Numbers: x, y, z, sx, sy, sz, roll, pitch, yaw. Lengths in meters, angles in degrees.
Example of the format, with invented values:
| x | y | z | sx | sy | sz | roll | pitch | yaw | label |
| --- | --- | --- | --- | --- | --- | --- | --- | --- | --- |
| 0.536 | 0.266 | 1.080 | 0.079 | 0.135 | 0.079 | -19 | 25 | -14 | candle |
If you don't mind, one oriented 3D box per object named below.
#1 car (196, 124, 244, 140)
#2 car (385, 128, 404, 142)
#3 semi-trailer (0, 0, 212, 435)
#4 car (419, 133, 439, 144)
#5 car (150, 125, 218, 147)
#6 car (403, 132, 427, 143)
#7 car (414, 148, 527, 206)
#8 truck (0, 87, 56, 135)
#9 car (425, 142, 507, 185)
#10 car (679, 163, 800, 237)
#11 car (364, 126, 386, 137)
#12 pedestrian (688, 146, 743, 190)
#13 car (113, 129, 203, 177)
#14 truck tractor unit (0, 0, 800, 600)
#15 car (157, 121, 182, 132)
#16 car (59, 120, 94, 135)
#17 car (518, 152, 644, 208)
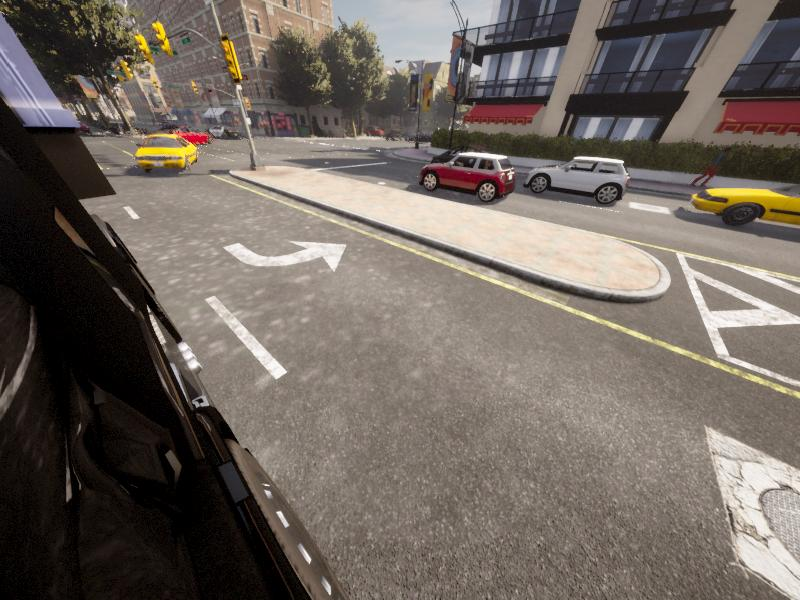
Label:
| x | y | z | sx | sy | sz | roll | pitch | yaw | label |
| --- | --- | --- | --- | --- | --- | --- | --- | --- | --- |
| -24.122 | -22.642 | 31.098 | 4.974 | 1.542 | 2.038 | 12 | 37 | 12 | car |
| -1.054 | -31.460 | 44.028 | 1.905 | 1.878 | 3.866 | 20 | 40 | 22 | car |
| -9.457 | -2.940 | 3.285 | 14.254 | 4.402 | 2.717 | 19 | 40 | 20 | semi-trailer |
| 5.195 | -28.832 | 41.214 | 1.845 | 1.501 | 3.633 | 27 | 43 | 29 | car |
| -20.025 | -15.489 | 21.795 | 2.007 | 1.525 | 4.514 | 4 | 36 | 2 | car |
| 2.801 | -30.452 | 43.257 | 1.837 | 1.490 | 4.892 | 27 | 43 | 29 | car |
| 2.758 | -5.249 | 9.597 | 3.806 | 1.475 | 1.970 | 28 | 43 | 29 | car |
| -42.462 | -20.961 | 25.776 | 8.468 | 3.827 | 2.891 | 28 | 43 | 29 | truck |
| 3.489 | -7.614 | 12.738 | 3.705 | 1.549 | 1.789 | 28 | 43 | 29 | car |
| 12.686 | -2.810 | 6.879 | 5.366 | 1.575 | 1.801 | 28 | 43 | 29 | car |
| -6.377 | -42.506 | 58.322 | 5.566 | 2.045 | 2.150 | 29 | 44 | 31 | car |
| 16.224 | -6.839 | 11.956 | 0.751 | 1.860 | 0.751 | 27 | 43 | 29 | pedestrian |
| -11.949 | -7.738 | 11.909 | 1.801 | 1.575 | 5.366 | -16 | 41 | -24 | car |
| -2.645 | -0.295 | 0.351 | 6.516 | 4.208 | 3.053 | 28 | 44 | 30 | truck tractor unit |
| -40.973 | -30.830 | 41.043 | 4.674 | 1.442 | 1.812 | 27 | 43 | 29 | car |
| -39.825 | -21.263 | 28.458 | 4.718 | 1.301 | 1.895 | 28 | 43 | 29 | car |
| 7.679 | -5.387 | 10.093 | 3.806 | 1.475 | 1.970 | 28 | 44 | 30 | car |
